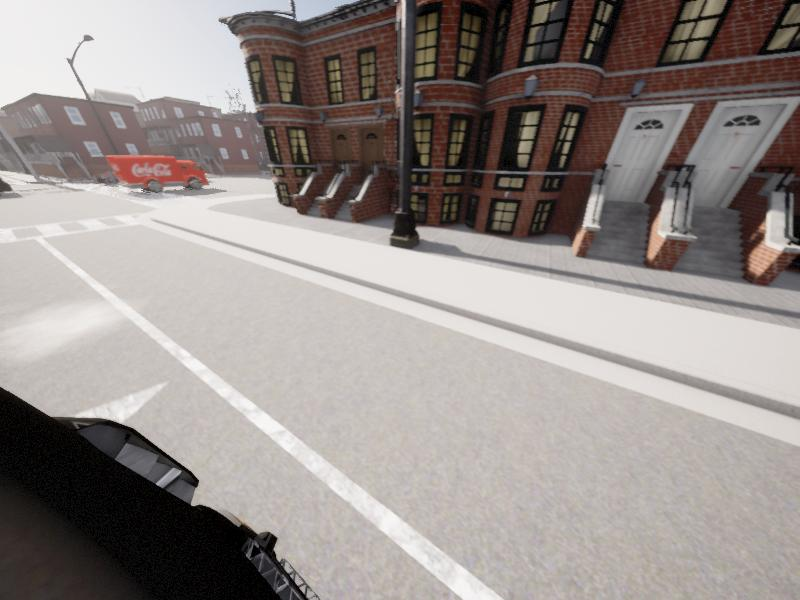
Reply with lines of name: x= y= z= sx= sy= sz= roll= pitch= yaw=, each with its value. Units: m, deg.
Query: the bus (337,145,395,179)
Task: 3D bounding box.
bus: x=-5.111 y=-22.712 z=38.235 sx=3.944 sy=4.253 sz=10.273 roll=17 pitch=35 yaw=25

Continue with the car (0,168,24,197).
car: x=-27.714 y=-6.823 z=13.663 sx=1.930 sy=1.638 sz=5.238 roll=4 pitch=31 yaw=7

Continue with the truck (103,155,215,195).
truck: x=-18.920 y=-10.112 z=18.568 sx=2.627 sy=2.467 sz=5.204 roll=19 pitch=35 yaw=28

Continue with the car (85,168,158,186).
car: x=-27.968 y=-12.493 z=23.400 sx=1.994 sy=1.385 sz=4.181 roll=18 pitch=35 yaw=26
